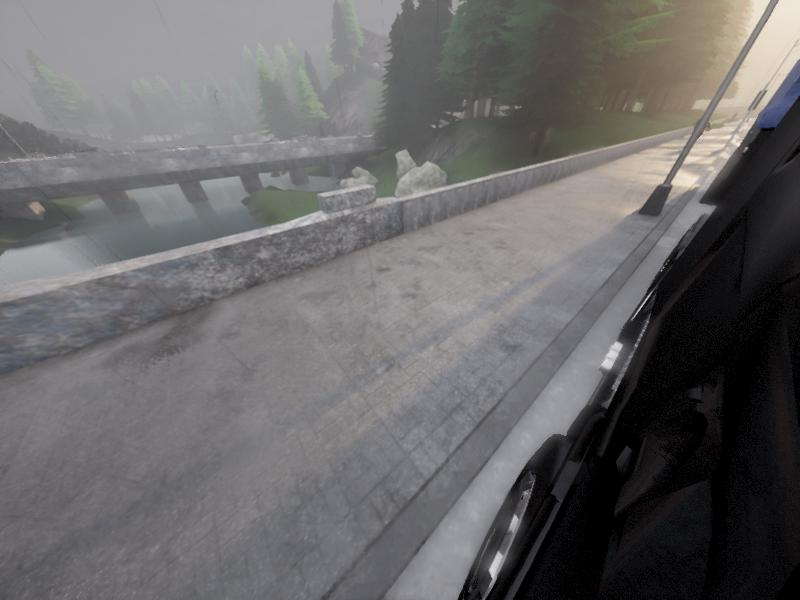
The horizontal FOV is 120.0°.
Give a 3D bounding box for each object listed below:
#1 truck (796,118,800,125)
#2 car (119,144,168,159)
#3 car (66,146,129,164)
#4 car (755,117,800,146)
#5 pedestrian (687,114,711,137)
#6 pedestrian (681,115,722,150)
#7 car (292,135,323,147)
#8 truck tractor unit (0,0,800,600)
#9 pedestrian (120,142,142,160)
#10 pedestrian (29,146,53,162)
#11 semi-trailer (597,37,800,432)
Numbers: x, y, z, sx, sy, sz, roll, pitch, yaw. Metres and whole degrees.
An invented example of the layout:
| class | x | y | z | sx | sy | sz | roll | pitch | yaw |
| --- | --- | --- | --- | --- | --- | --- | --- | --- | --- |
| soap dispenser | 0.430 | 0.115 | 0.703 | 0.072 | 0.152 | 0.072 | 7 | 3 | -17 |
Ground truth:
| class | x | y | z | sx | sy | sz | roll | pitch | yaw |
| --- | --- | --- | --- | --- | --- | --- | --- | --- | --- |
| truck | 63.455 | -28.011 | 35.113 | 6.274 | 2.098 | 2.390 | -28 | 44 | -29 |
| car | -37.874 | -22.105 | 34.319 | 4.674 | 1.442 | 1.812 | -27 | 43 | -29 |
| car | -38.649 | -18.677 | 29.736 | 4.514 | 1.525 | 2.007 | -28 | 44 | -29 |
| car | 28.936 | -12.722 | 17.389 | 3.988 | 1.617 | 1.851 | -28 | 44 | -30 |
| pedestrian | 30.749 | -17.944 | 23.801 | 0.751 | 1.860 | 0.751 | 30 | 47 | 35 |
| pedestrian | 20.199 | -11.228 | 15.538 | 0.751 | 1.860 | 0.751 | 19 | 42 | 26 |
| car | -17.299 | -29.952 | 43.404 | 4.892 | 1.490 | 1.837 | -28 | 44 | -29 |
| truck tractor unit | 2.645 | -0.295 | 0.352 | 6.516 | 4.208 | 3.053 | -28 | 44 | -30 |
| pedestrian | -33.364 | -18.504 | 28.673 | 0.751 | 1.860 | 0.751 | -16 | 39 | -17 |
| pedestrian | -49.793 | -20.264 | 32.074 | 0.751 | 1.860 | 0.751 | -27 | 43 | -28 |
| semi-trailer | 8.722 | -3.595 | 4.196 | 14.254 | 4.402 | 2.717 | -28 | 44 | -29 |
